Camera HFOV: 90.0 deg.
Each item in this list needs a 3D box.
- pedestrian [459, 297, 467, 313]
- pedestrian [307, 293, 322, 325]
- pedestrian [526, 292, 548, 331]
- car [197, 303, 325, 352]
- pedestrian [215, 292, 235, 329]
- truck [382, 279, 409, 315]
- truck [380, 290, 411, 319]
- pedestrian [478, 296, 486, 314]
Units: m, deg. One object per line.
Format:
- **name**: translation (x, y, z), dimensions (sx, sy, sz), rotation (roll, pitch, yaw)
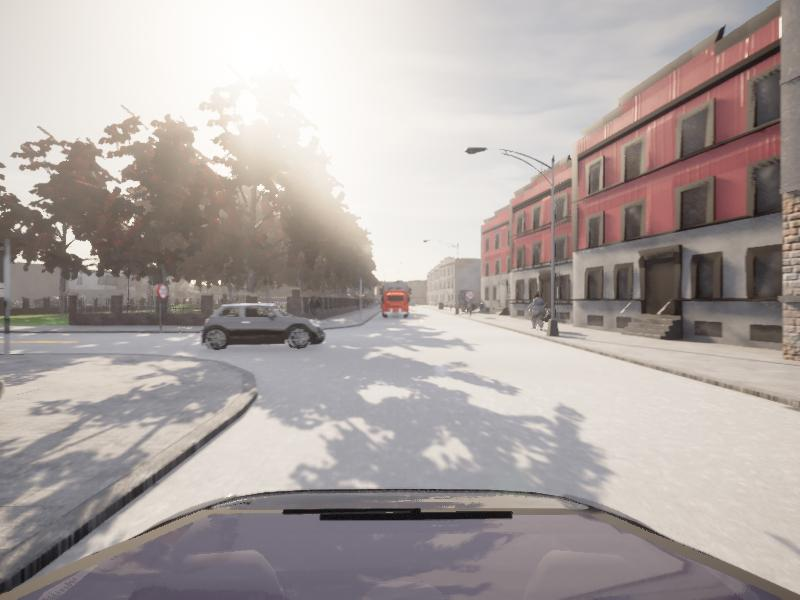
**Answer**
- **pedestrian**: translation (6.978, 0.551, 44.305), dimensions (0.751, 1.860, 0.751), rotation (0, 0, -3)
- **pedestrian**: translation (-5.090, 0.543, 23.842), dimensions (0.751, 1.860, 0.751), rotation (0, 0, 1)
- **pedestrian**: translation (6.681, 0.541, 19.545), dimensions (0.751, 1.860, 0.751), rotation (0, 0, -13)
- **car**: translation (-4.527, 0.859, 13.577), dimensions (3.806, 1.475, 1.970), rotation (0, 0, -8)
- **pedestrian**: translation (-9.220, 0.542, 21.094), dimensions (0.751, 1.860, 0.751), rotation (0, 0, 41)
- **truck**: translation (-0.514, -0.303, 46.261), dimensions (2.891, 3.827, 8.468), rotation (0, 0, -1)
- **truck**: translation (-0.432, 0.371, 37.100), dimensions (2.627, 2.467, 5.204), rotation (0, 0, -1)
- **pedestrian**: translation (8.781, 0.551, 42.939), dimensions (0.751, 1.860, 0.751), rotation (0, 0, -1)
